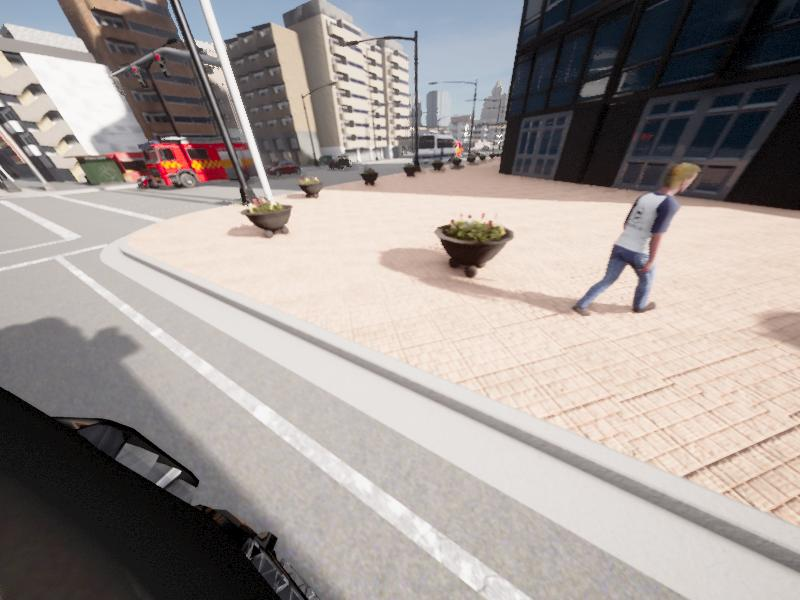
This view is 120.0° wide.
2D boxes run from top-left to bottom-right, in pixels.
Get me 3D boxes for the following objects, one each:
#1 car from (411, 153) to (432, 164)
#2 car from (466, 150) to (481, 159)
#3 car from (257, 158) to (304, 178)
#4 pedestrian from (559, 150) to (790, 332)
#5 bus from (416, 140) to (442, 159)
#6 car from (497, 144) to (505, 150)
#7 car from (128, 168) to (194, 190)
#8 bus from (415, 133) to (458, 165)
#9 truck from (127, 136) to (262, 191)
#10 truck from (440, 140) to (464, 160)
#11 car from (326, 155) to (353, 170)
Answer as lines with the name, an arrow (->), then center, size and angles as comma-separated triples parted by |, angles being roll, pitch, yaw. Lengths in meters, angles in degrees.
car -> 4.137, -27.273, 44.439 | 2.033, 1.649, 4.856 | 15, 37, 26
car -> 19.397, -38.428, 60.826 | 2.152, 1.651, 5.027 | 15, 38, 26
car -> -14.733, -16.428, 28.704 | 2.097, 1.767, 4.553 | 15, 37, 26
pedestrian -> 2.723, -0.585, 2.649 | 0.751, 1.860, 0.751 | 0, 34, 4
bus -> 8.652, -44.387, 68.013 | 3.944, 4.253, 10.273 | 15, 38, 26
car -> 38.746, -58.636, 88.498 | 2.007, 1.525, 4.514 | 15, 38, 26
car -> -23.108, -11.856, 22.516 | 1.970, 1.475, 3.806 | 16, 37, 26
bus -> 6.778, -27.315, 41.907 | 3.944, 4.253, 10.273 | 15, 37, 26
truck -> -18.807, -13.306, 22.295 | 2.891, 3.827, 8.468 | 15, 37, 25
truck -> 12.816, -36.798, 56.581 | 2.891, 3.827, 8.468 | 15, 37, 26
car -> -9.467, -21.740, 36.510 | 1.905, 1.878, 3.866 | 15, 37, 25
